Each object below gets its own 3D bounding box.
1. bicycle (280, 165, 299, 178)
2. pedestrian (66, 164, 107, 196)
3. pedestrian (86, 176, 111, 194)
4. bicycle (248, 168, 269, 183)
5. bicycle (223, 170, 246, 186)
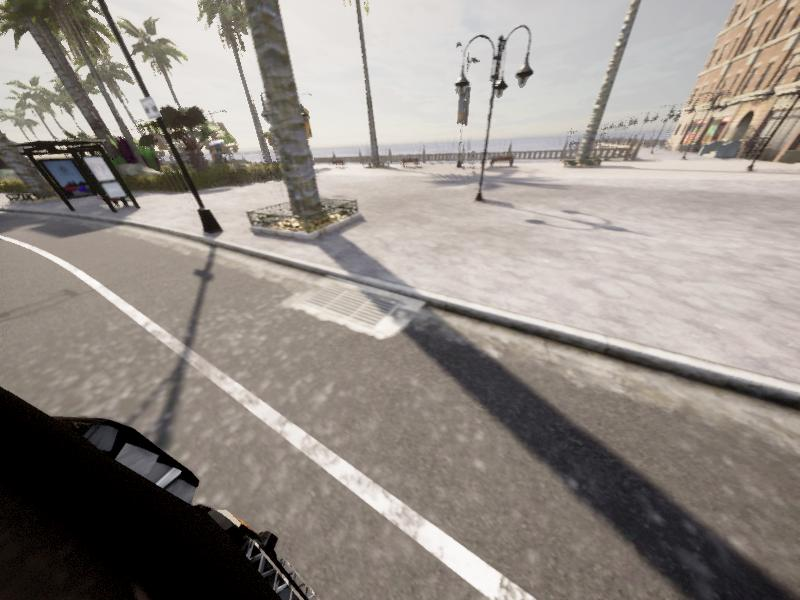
[{"bbox_3d":[-10.136,-11.791,21.166,1.643,1.024,0.373,16,38,25],"label":"bicycle"},{"bbox_3d":[-21.423,-8.197,15.831,0.751,1.860,0.751,14,37,24],"label":"pedestrian"},{"bbox_3d":[-21.741,-8.283,16.667,0.500,1.100,0.500,-15,35,-17],"label":"pedestrian"},{"bbox_3d":[-11.614,-10.278,19.014,1.643,1.024,0.373,16,38,25],"label":"bicycle"},{"bbox_3d":[-12.600,-9.269,17.579,1.643,1.024,0.373,16,38,25],"label":"bicycle"}]
